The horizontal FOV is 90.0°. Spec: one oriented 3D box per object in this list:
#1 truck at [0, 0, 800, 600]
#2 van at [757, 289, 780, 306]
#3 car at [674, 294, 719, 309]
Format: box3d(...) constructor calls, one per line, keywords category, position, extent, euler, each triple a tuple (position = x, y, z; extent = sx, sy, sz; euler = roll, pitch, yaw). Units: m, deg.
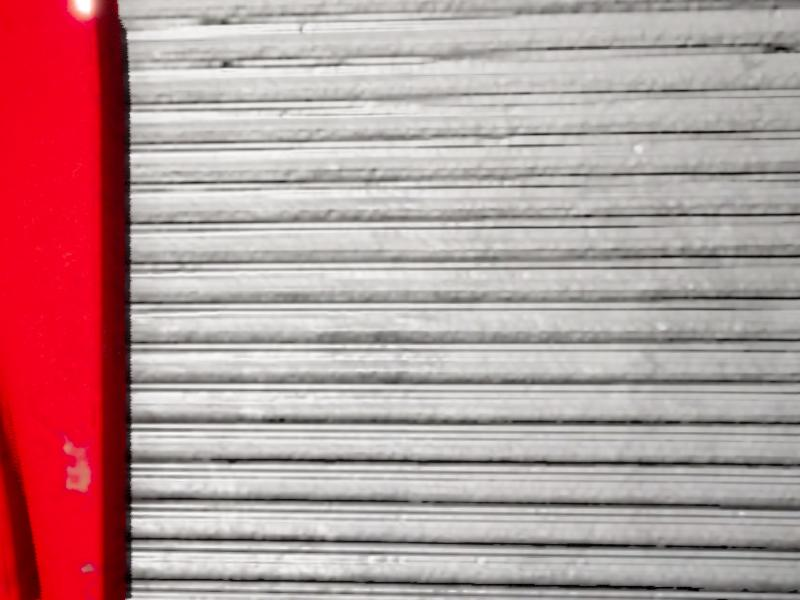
box3d(category="truck", position=(-3.417, -0.929, 1.898), extent=(8.468, 3.827, 2.891), euler=(0, 0, 2))
box3d(category="van", position=(59.207, -0.355, 64.390), extent=(1.988, 2.561, 5.915), euler=(0, 0, 35))
box3d(category="car", position=(33.704, 0.129, 45.541), extent=(3.988, 1.617, 1.851), euler=(0, 0, 37))
